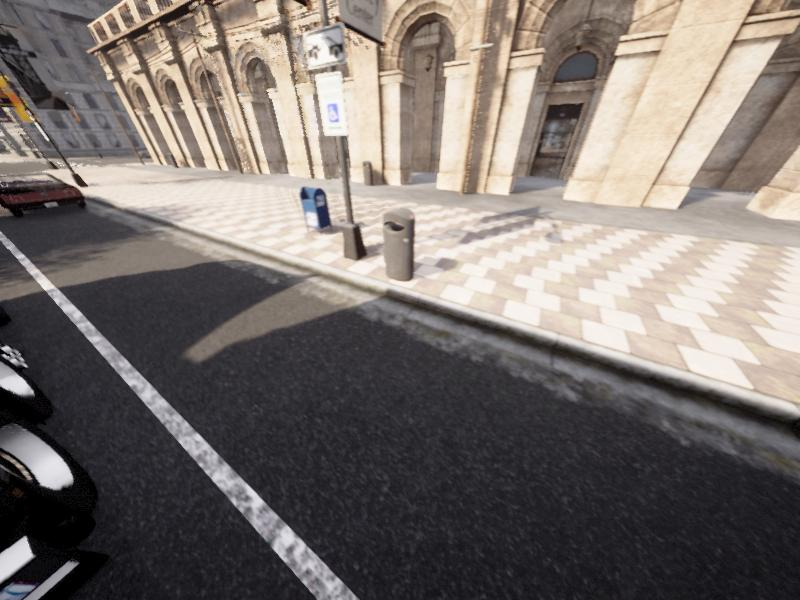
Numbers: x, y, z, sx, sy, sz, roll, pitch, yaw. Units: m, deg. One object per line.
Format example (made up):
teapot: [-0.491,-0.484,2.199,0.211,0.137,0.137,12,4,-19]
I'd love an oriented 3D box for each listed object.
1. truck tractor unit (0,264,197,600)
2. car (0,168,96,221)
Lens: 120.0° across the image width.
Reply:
truck tractor unit: [-5.118,-0.290,0.783,6.516,4.208,3.053,18,39,24]
car: [-15.044,-4.447,9.442,4.718,1.301,1.895,18,39,24]
